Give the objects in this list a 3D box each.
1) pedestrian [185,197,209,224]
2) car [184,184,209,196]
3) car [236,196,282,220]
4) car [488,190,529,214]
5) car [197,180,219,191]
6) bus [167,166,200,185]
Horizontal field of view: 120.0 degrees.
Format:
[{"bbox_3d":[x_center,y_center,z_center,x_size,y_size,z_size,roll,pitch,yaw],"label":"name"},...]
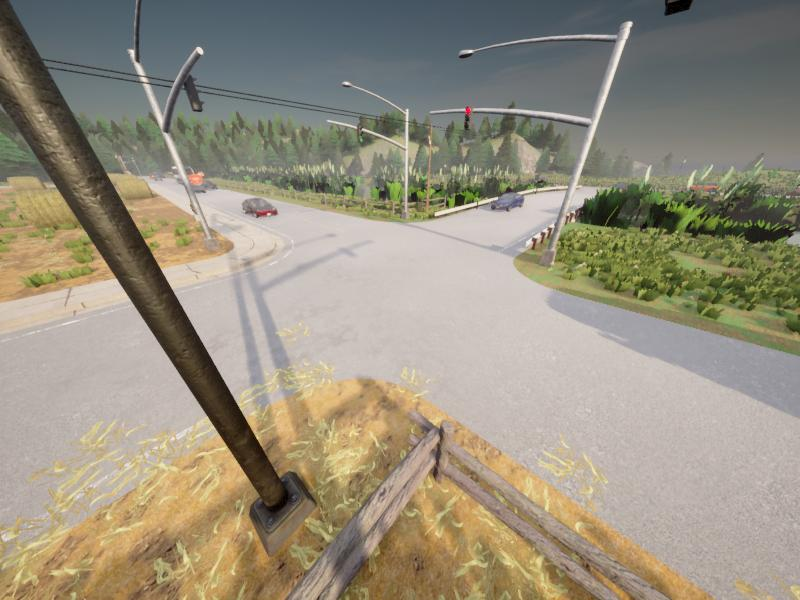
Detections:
[{"bbox_3d":[-16.308,-7.212,18.587,0.751,1.860,0.751,22,37,33],"label":"pedestrian"},{"bbox_3d":[-35.539,-19.268,40.288,5.357,1.411,2.033,25,38,36],"label":"car"},{"bbox_3d":[-13.844,-9.098,22.586,4.792,1.488,2.163,25,38,36],"label":"car"},{"bbox_3d":[11.213,-10.164,23.755,4.674,1.442,1.812,-28,40,-35],"label":"car"},{"bbox_3d":[-39.698,-23.727,47.784,5.027,1.651,2.152,25,38,36],"label":"car"},{"bbox_3d":[-58.248,-33.517,62.102,10.273,4.253,3.944,25,38,36],"label":"bus"}]
